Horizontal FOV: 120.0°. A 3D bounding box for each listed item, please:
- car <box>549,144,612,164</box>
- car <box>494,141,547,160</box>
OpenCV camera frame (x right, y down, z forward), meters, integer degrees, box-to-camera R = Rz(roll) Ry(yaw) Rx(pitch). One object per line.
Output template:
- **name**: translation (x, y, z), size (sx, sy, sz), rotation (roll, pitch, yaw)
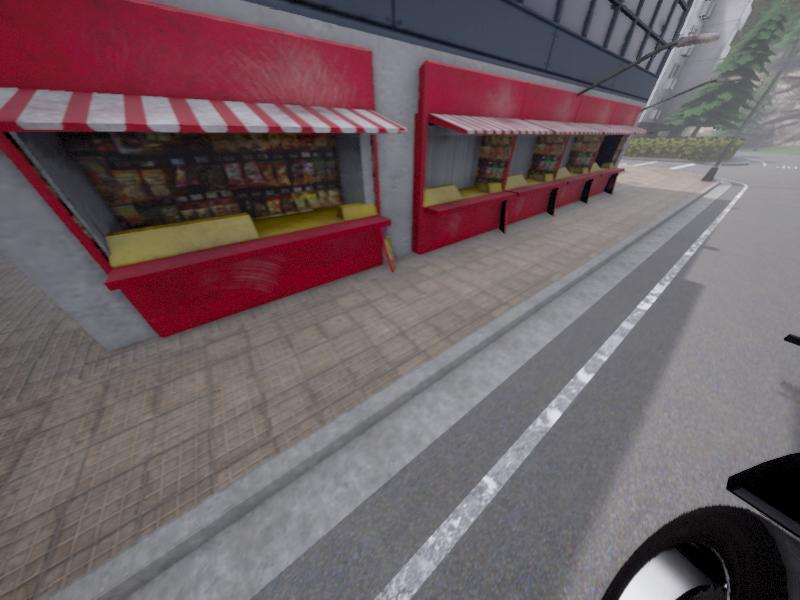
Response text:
- **car**: translation (17.438, -14.290, 22.533), size (1.994, 1.385, 4.181), rotation (-24, 41, -29)
- **car**: translation (13.683, -17.280, 26.538), size (2.242, 1.667, 4.611), rotation (-24, 41, -30)
